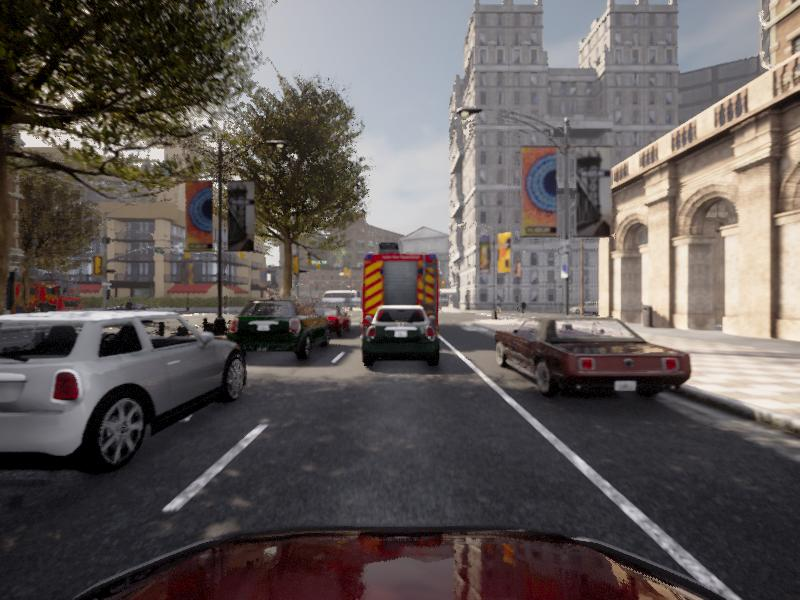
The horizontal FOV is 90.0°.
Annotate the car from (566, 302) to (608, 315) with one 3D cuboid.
[{"bbox_3d":[20.954,0.951,45.020,3.806,1.475,1.970,0,0,0],"label":"car"}]

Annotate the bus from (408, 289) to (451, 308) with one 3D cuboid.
[{"bbox_3d":[7.279,-0.316,98.546,10.273,4.253,3.944,0,-3,-33],"label":"bus"}]

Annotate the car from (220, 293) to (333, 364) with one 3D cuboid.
[{"bbox_3d":[-3.488,0.721,12.347,2.097,1.767,4.553,0,0,0],"label":"car"}]

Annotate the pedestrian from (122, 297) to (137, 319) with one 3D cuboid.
[{"bbox_3d":[-23.067,0.711,34.158,0.751,1.860,0.751,0,0,1],"label":"pedestrian"}]

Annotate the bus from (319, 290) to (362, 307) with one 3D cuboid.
[{"bbox_3d":[-15.700,-0.311,105.758,10.273,4.253,3.944,0,0,14],"label":"bus"}]

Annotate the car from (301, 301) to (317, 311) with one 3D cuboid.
[{"bbox_3d":[-14.942,0.957,65.936,1.789,1.549,3.705,0,0,0],"label":"car"}]

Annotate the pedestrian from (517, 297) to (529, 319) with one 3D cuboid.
[{"bbox_3d":[10.508,0.711,34.138,0.751,1.860,0.751,0,0,-3],"label":"pedestrian"}]

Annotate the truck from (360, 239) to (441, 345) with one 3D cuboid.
[{"bbox_3d":[0.021,-0.280,18.670,2.891,3.827,8.468,0,0,0],"label":"truck"}]

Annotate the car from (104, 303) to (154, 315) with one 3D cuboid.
[{"bbox_3d":[-30.293,1.003,44.780,4.181,1.385,1.994,0,0,0],"label":"car"}]

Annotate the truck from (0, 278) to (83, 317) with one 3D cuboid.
[{"bbox_3d":[-38.029,-0.231,41.240,8.468,3.827,2.891,0,0,0],"label":"truck"}]

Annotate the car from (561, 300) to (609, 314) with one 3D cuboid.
[{"bbox_3d":[22.387,0.883,48.525,4.856,1.649,2.033,0,0,0],"label":"car"}]

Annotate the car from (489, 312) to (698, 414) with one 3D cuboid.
[{"bbox_3d":[3.257,0.956,8.003,1.895,1.301,4.718,0,0,0],"label":"car"}]

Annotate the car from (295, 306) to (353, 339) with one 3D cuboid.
[{"bbox_3d":[-3.483,0.985,19.266,1.895,1.301,4.718,0,0,0],"label":"car"}]

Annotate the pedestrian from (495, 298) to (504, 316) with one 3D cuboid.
[{"bbox_3d":[10.421,0.728,42.000,0.751,1.860,0.751,0,0,0],"label":"pedestrian"}]

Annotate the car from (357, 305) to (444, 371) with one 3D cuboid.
[{"bbox_3d":[0.012,0.877,10.996,1.970,1.475,3.806,0,0,0],"label":"car"}]

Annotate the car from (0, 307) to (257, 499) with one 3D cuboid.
[{"bbox_3d":[-3.496,0.865,5.116,1.970,1.475,3.806,0,0,0],"label":"car"}]

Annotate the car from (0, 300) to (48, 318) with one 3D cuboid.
[{"bbox_3d":[-36.666,0.852,37.747,5.238,1.638,1.930,0,0,-1],"label":"car"}]
